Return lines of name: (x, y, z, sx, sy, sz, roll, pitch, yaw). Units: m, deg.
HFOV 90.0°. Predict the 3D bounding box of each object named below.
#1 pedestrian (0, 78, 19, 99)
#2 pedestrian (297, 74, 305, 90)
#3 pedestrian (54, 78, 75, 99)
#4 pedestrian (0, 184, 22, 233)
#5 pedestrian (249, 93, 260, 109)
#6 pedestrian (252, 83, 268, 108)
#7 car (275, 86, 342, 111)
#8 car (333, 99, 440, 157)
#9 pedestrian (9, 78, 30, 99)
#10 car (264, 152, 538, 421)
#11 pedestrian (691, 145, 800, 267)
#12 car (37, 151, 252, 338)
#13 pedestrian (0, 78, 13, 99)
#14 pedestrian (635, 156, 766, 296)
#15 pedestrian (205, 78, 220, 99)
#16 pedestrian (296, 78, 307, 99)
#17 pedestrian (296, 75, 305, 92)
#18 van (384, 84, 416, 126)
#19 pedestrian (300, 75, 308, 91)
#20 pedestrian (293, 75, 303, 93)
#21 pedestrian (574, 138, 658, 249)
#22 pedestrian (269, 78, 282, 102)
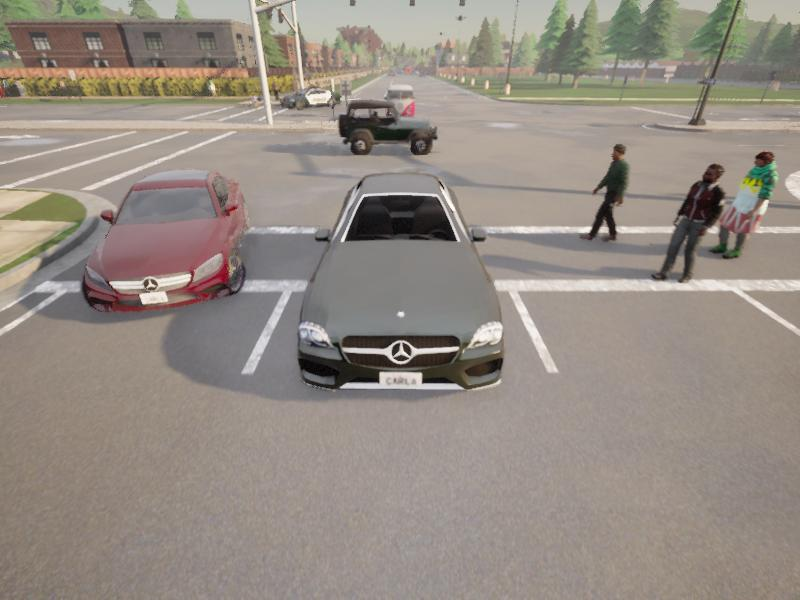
pedestrian: (-38.985, -21.050, 39.782, 0.751, 1.860, 0.751, 0, 30, 1)
pedestrian: (-13.532, -29.692, 54.567, 0.751, 1.860, 0.751, -1, 30, -1)
pedestrian: (-33.329, -21.013, 39.720, 0.751, 1.860, 0.751, 1, 30, 1)
pedestrian: (-8.221, -2.218, 7.596, 0.751, 1.860, 0.751, 19, 35, 29)
pedestrian: (-11.865, -16.267, 32.669, 0.500, 1.100, 0.500, 0, 30, 0)
pedestrian: (-11.735, -17.165, 33.573, 0.751, 1.860, 0.751, 6, 31, 10)
car: (-7.478, -16.774, 33.160, 4.974, 1.542, 2.038, -25, 38, -36)
car: (-0.483, -6.846, 15.832, 3.866, 1.878, 1.905, 0, 30, 1)
pedestrian: (-37.698, -20.985, 39.670, 0.751, 1.860, 0.751, -10, 32, -17)
car: (0.008, -0.781, 5.728, 2.152, 1.651, 5.027, 0, 30, 0)
pedestrian: (5.908, -1.593, 6.834, 0.751, 1.860, 0.751, 4, 31, 6)
car: (-3.750, -1.385, 6.937, 1.812, 1.442, 4.674, -7, 31, -13)
pedestrian: (-39.418, -20.900, 39.525, 0.751, 1.860, 0.751, 1, 30, 2)
pedestrian: (4.420, -1.112, 6.027, 0.751, 1.860, 0.751, -10, 32, -17)
pedestrian: (-18.618, -20.985, 39.679, 0.751, 1.860, 0.751, 0, 30, 0)
pedestrian: (-9.806, -21.047, 39.787, 0.751, 1.860, 0.751, -8, 31, -13)
pedestrian: (-12.570, -27.444, 50.725, 0.751, 1.860, 0.751, 0, 30, 0)
van: (0.013, -12.218, 24.921, 1.775, 1.987, 4.442, 0, 30, 0)
pedestrian: (-12.651, -28.635, 52.760, 0.751, 1.860, 0.751, -3, 30, -5)
pedestrian: (-12.662, -26.913, 49.816, 0.751, 1.860, 0.751, 10, 32, 16)
pedestrian: (3.955, -1.975, 7.485, 0.751, 1.860, 0.751, 3, 30, 6)
pedestrian: (-11.178, -18.851, 35.972, 0.751, 1.860, 0.751, 0, 30, 0)
